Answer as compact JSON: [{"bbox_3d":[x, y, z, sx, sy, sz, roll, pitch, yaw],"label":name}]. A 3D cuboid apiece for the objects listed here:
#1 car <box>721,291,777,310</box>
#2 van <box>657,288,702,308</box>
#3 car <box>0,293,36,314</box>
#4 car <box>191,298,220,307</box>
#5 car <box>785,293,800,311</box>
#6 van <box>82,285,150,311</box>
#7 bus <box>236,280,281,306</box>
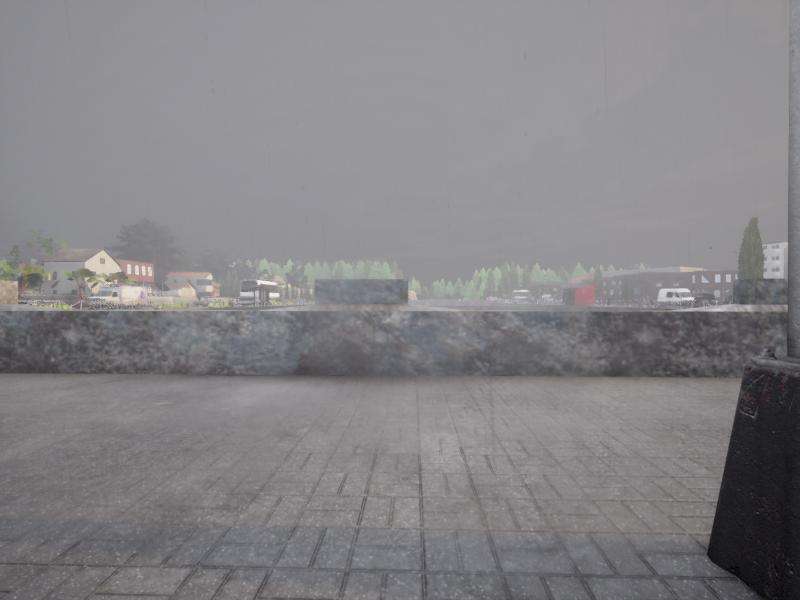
[{"bbox_3d":[36.603,0.052,42.120,1.932,1.855,4.605,0,0,2],"label":"car"},{"bbox_3d":[36.968,-0.280,53.176,1.988,2.561,5.915,0,0,2],"label":"van"},{"bbox_3d":[-29.592,0.245,28.982,1.837,1.490,4.892,0,0,2],"label":"car"},{"bbox_3d":[-28.579,0.344,58.961,1.895,1.301,4.718,0,0,2],"label":"car"},{"bbox_3d":[36.340,0.201,34.239,1.801,1.575,5.366,0,0,2],"label":"car"},{"bbox_3d":[-29.174,-0.222,41.397,2.351,2.431,6.366,0,0,2],"label":"van"},{"bbox_3d":[-24.333,-1.139,69.723,3.944,4.253,10.273,0,0,2],"label":"bus"}]
